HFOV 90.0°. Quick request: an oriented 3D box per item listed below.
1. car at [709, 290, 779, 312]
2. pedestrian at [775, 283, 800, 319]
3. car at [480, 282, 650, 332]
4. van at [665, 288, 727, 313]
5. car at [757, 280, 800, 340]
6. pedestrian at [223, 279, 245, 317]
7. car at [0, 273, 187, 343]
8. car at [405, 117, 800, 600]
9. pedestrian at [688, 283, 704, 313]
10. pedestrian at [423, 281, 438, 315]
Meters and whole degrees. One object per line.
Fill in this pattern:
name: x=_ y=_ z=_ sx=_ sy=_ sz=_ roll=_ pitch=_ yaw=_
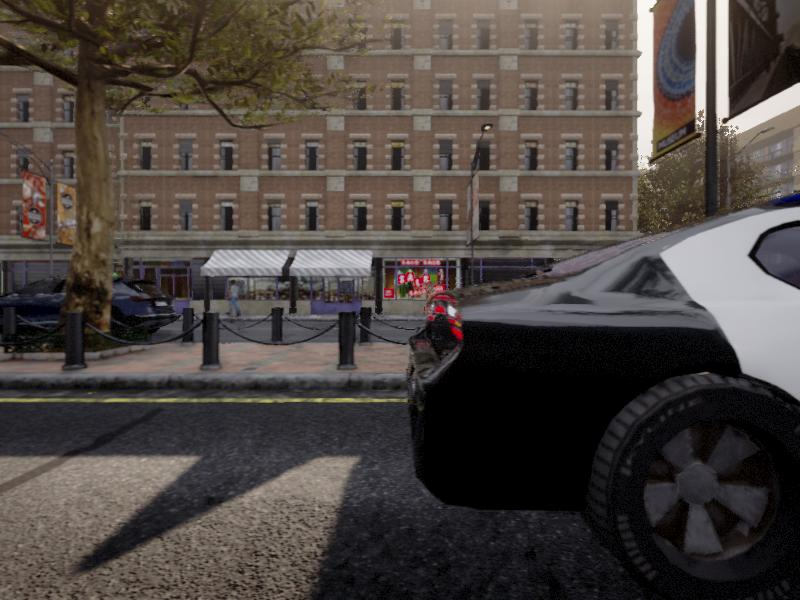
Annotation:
car: x=29.263 y=0.098 z=34.251 sx=2.097 sy=1.767 sz=4.553 roll=0 pitch=0 yaw=0
pedestrian: x=20.731 y=0.040 z=21.333 sx=0.751 sy=1.860 sz=0.751 roll=0 pitch=0 yaw=0
car: x=5.444 y=0.223 z=13.701 sx=4.974 sy=1.542 sz=2.038 roll=0 pitch=0 yaw=0
van: x=25.758 y=-0.037 z=35.014 sx=2.069 sy=2.038 sz=4.480 roll=0 pitch=2 yaw=0
car: x=12.374 y=0.246 z=10.167 sx=4.892 sy=1.490 sz=1.837 roll=0 pitch=0 yaw=1
pedestrian: x=-8.299 y=-0.116 z=19.981 sx=0.751 sy=1.860 sz=0.751 roll=0 pitch=0 yaw=6
car: x=-8.578 y=0.176 z=10.490 sx=4.856 sy=1.649 sz=2.033 roll=0 pitch=0 yaw=-4
car: x=2.531 y=0.228 z=2.201 sx=4.974 sy=1.542 sz=2.038 roll=0 pitch=0 yaw=0
pedestrian: x=18.611 y=-0.113 z=25.147 sx=0.751 sy=1.860 sz=0.751 roll=0 pitch=0 yaw=44
pedestrian: x=1.707 y=-0.115 z=22.235 sx=0.751 sy=1.860 sz=0.751 roll=0 pitch=0 yaw=11
